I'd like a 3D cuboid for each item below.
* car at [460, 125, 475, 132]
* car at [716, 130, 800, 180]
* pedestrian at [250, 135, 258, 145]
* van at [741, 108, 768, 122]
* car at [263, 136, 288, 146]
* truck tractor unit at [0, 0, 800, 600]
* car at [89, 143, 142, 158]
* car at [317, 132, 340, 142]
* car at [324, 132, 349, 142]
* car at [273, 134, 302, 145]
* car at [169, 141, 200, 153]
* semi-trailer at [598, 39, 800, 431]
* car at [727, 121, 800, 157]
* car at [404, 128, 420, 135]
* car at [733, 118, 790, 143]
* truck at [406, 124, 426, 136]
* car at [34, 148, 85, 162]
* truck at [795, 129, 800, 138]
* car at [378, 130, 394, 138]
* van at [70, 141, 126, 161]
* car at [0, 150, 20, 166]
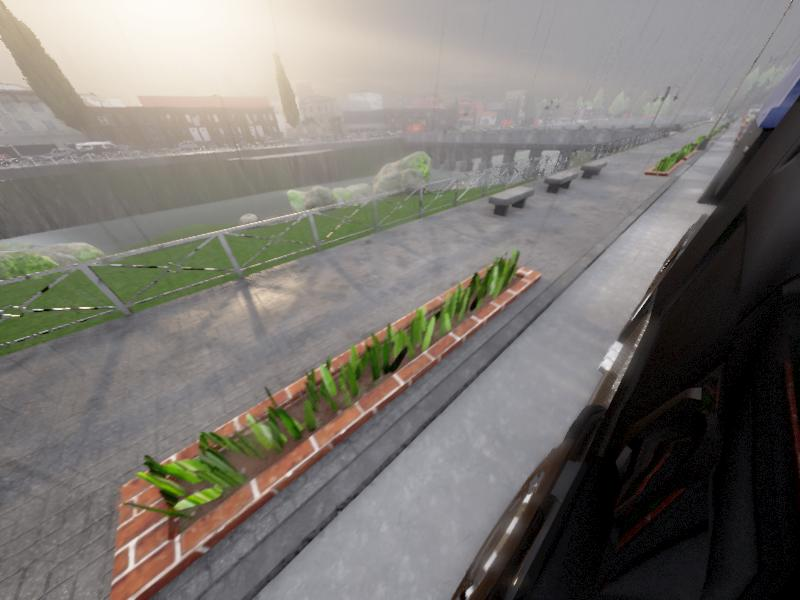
[{"bbox_3d":[23.252,-59.234,79.769,5.366,1.575,1.801,-29,44,-30],"label":"car"},{"bbox_3d":[16.096,-6.440,10.071,4.181,1.385,1.994,-27,43,-28],"label":"car"},{"bbox_3d":[-31.592,-34.727,50.108,0.751,1.860,0.751,-23,42,-25],"label":"pedestrian"},{"bbox_3d":[81.741,-42.692,53.323,6.366,2.431,2.351,-29,44,-30],"label":"van"},{"bbox_3d":[-25.565,-32.593,47.421,3.806,1.475,1.970,-29,44,-30],"label":"car"},{"bbox_3d":[2.645,-0.295,0.351,6.516,4.208,3.053,-28,44,-30],"label":"truck tractor unit"},{"bbox_3d":[-46.327,-24.497,37.809,5.238,1.638,1.930,-29,44,-30],"label":"car"},{"bbox_3d":[-17.541,-40.172,56.884,4.856,1.649,2.033,-28,44,-30],"label":"car"},{"bbox_3d":[-14.958,-38.442,54.404,5.238,1.638,1.930,-29,44,-30],"label":"car"},{"bbox_3d":[-25.169,-36.015,51.815,5.238,1.638,1.930,-29,44,-30],"label":"car"},{"bbox_3d":[-39.468,-28.166,42.400,3.806,1.475,1.970,-29,44,-30],"label":"car"},{"bbox_3d":[8.706,-3.602,4.217,14.254,4.402,2.717,-28,44,-30],"label":"semi-trailer"},{"bbox_3d":[22.650,-10.102,14.404,4.514,1.525,2.007,-28,44,-30],"label":"car"},{"bbox_3d":[3.709,-51.739,71.023,5.008,1.535,1.882,-29,44,-30],"label":"car"},{"bbox_3d":[30.728,-14.500,19.751,4.514,1.525,2.007,-28,44,-30],"label":"car"},{"bbox_3d":[4.702,-49.501,67.200,5.204,2.467,2.627,-29,44,-30],"label":"truck"},{"bbox_3d":[-51.025,-21.863,34.734,3.806,1.475,1.970,-29,44,-30],"label":"car"},{"bbox_3d":[38.105,-15.612,20.292,6.274,2.098,2.390,-29,44,-30],"label":"truck"},{"bbox_3d":[-3.718,-44.554,61.864,3.988,1.617,1.851,-29,44,-30],"label":"car"},{"bbox_3d":[-44.791,-22.333,34.502,4.480,2.038,2.069,-29,44,-30],"label":"van"},{"bbox_3d":[-56.454,-18.966,31.097,5.027,1.651,2.152,-29,44,-30],"label":"car"}]
